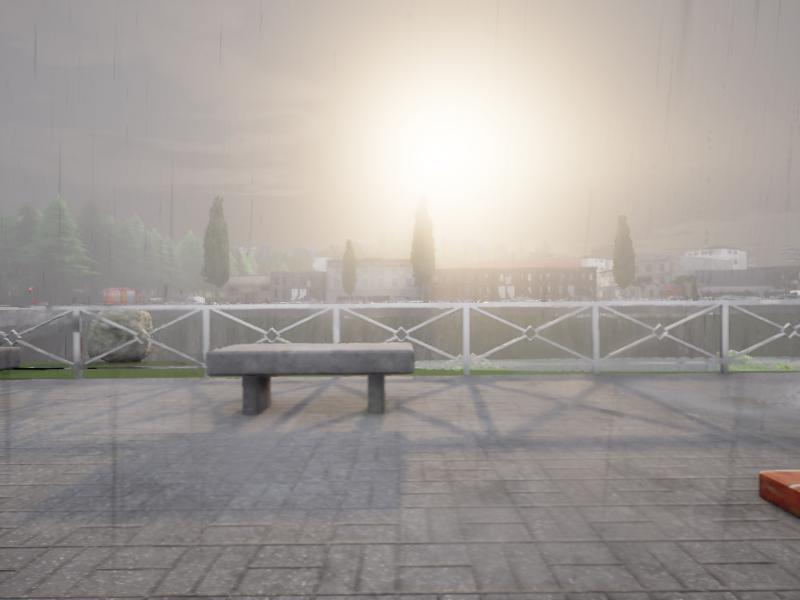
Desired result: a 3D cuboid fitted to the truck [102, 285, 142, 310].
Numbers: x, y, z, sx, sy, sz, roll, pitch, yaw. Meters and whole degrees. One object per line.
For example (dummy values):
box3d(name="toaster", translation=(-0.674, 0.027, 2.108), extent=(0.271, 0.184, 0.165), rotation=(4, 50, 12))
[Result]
box3d(name="truck", translation=(-45.656, -0.359, 65.611), extent=(8.468, 3.827, 2.891), rotation=(-1, 0, 38))

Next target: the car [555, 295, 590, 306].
box3d(name="car", translation=(27.730, 0.077, 64.398), extent=(4.856, 1.649, 2.033), rotation=(-1, 0, 0))

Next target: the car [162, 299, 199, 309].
box3d(name="car", translation=(-35.229, 0.649, 64.309), extent=(4.856, 1.649, 2.033), rotation=(0, 0, 0))

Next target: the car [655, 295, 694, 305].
box3d(name="car", translation=(44.139, -0.014, 64.421), extent=(5.008, 1.535, 1.882), rotation=(-1, 0, 0))

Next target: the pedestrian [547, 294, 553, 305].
box3d(name="pedestrian", translation=(26.754, -0.117, 71.290), extent=(0.751, 1.860, 0.751), rotation=(-1, 0, 11))

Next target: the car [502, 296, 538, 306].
box3d(name="car", translation=(19.322, 0.155, 64.384), extent=(5.238, 1.638, 1.930), rotation=(0, 0, 0))

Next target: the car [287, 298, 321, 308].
box3d(name="car", translation=(-15.408, 0.474, 64.335), extent=(5.027, 1.651, 2.152), rotation=(0, 0, 0))

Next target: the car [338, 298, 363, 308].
box3d(name="car", translation=(-7.914, 0.480, 64.345), extent=(3.806, 1.475, 1.970), rotation=(-1, 0, 0))

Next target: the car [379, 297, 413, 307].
box3d(name="car", translation=(-0.642, 0.333, 64.358), extent=(5.238, 1.638, 1.930), rotation=(-1, 0, 0))

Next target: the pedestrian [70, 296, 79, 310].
box3d(name="pedestrian", translation=(-43.328, 0.448, 53.256), extent=(0.751, 1.860, 0.751), rotation=(0, 0, -16))
